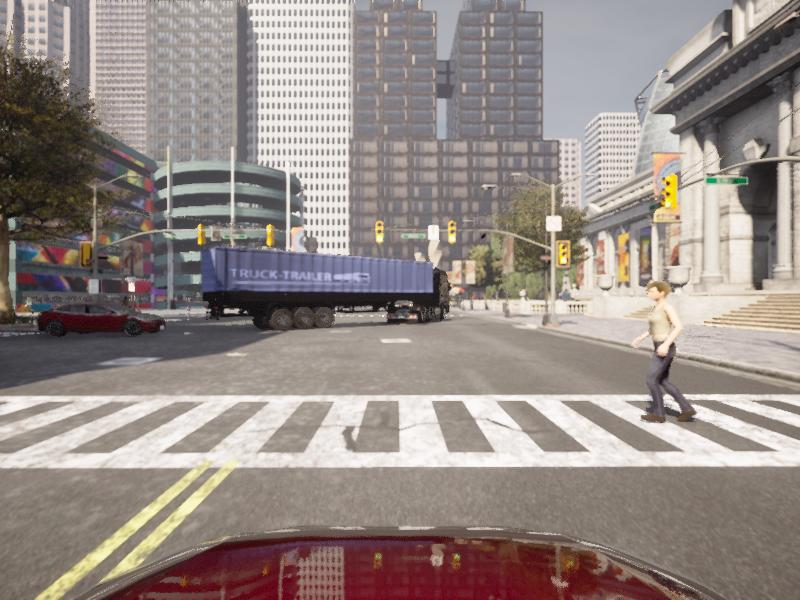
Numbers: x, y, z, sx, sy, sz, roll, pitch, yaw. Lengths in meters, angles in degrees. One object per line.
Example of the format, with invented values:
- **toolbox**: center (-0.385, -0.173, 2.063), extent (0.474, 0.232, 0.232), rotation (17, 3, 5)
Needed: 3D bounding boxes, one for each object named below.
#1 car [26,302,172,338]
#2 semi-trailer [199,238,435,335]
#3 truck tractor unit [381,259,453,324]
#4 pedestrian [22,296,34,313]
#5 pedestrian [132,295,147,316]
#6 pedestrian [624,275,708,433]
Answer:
- **car**: center (-13.238, 0.848, 17.947), extent (4.792, 1.488, 2.163), rotation (0, 0, -7)
- **semi-trailer**: center (-3.913, -0.623, 23.894), extent (14.254, 4.402, 2.717), rotation (0, 0, -41)
- **truck tractor unit**: center (1.467, -0.516, 29.534), extent (3.053, 4.208, 6.516), rotation (0, 0, 25)
- **pedestrian**: center (-41.806, 0.476, 44.980), extent (0.751, 1.860, 0.751), rotation (0, 0, -16)
- **pedestrian**: center (-23.256, 0.478, 35.712), extent (0.751, 1.860, 0.751), rotation (0, 0, 11)
- **pedestrian**: center (3.397, 0.637, 5.182), extent (0.751, 1.860, 0.751), rotation (0, 0, 21)
